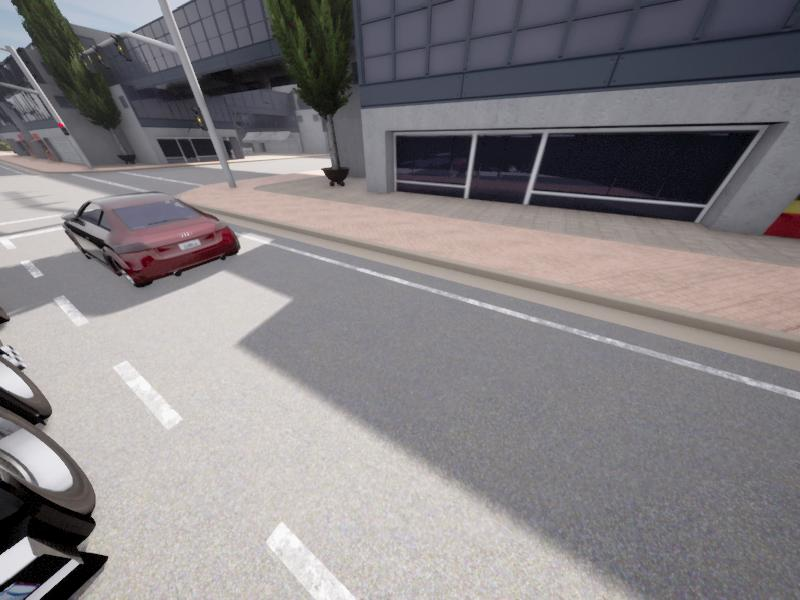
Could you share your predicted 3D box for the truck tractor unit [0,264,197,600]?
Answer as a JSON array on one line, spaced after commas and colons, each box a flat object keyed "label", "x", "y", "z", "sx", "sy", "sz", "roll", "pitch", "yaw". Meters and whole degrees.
[{"label": "truck tractor unit", "x": -5.112, "y": -0.299, "z": 0.780, "sx": 6.516, "sy": 4.208, "sz": 3.053, "roll": 18, "pitch": 39, "yaw": 24}]

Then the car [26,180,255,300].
[{"label": "car", "x": -5.732, "y": -1.647, "z": 5.206, "sx": 4.181, "sy": 1.385, "sz": 1.994, "roll": 18, "pitch": 39, "yaw": 24}]
